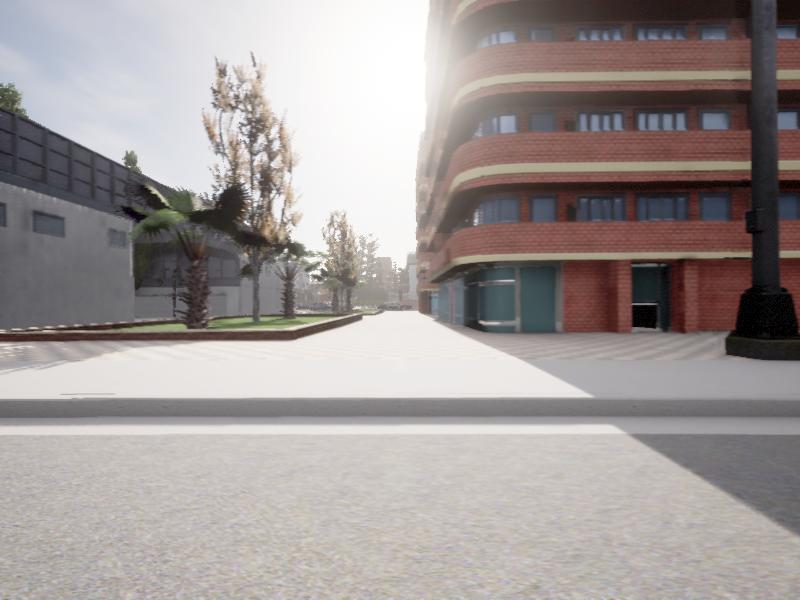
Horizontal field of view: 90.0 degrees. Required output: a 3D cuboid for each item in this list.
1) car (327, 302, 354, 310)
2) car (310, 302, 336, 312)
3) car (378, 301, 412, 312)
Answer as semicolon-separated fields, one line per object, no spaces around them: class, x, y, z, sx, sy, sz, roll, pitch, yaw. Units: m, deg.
car;-11.018;1.182;74.443;4.674;1.442;1.812;-1;0;0
car;-12.791;1.121;66.433;3.988;1.617;1.851;-1;0;0
car;-0.797;0.982;62.987;5.238;1.638;1.930;0;0;0
